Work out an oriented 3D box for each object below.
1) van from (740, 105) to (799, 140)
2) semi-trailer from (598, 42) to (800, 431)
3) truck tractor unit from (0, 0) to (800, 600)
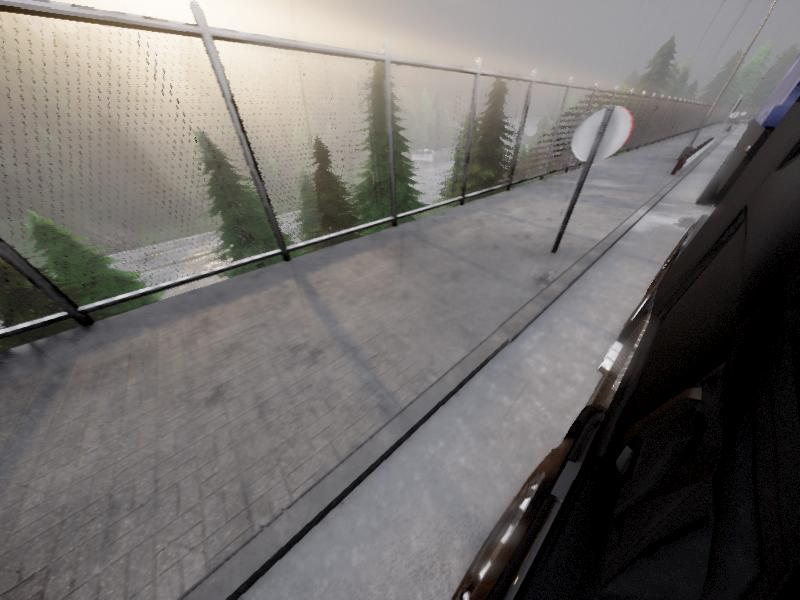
[{"bbox_3d":[37.608,-18.177,23.656,5.915,2.561,1.988,-28,44,-30],"label":"van"},{"bbox_3d":[8.701,-3.589,4.246,14.254,4.402,2.717,-28,44,-30],"label":"semi-trailer"},{"bbox_3d":[2.645,-0.295,0.351,6.516,4.208,3.053,-28,44,-30],"label":"truck tractor unit"}]
